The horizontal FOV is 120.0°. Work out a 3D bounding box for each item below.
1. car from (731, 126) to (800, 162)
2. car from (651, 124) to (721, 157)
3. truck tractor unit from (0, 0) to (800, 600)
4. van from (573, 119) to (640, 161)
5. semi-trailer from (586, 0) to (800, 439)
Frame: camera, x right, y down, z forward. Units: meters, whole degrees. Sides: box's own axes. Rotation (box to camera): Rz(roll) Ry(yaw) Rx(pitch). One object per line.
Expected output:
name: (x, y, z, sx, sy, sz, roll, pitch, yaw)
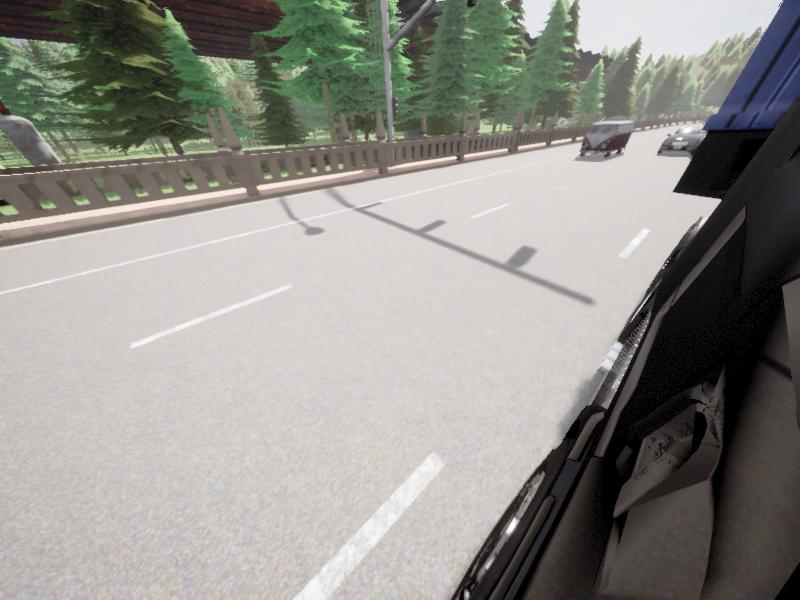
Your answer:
car: (20.991, -8.912, 13.105, 4.181, 1.385, 1.994, -28, 44, -30)
car: (19.527, -10.930, 15.765, 4.902, 1.511, 2.128, -28, 44, -30)
truck tractor unit: (2.645, -0.295, 0.351, 6.516, 4.208, 3.053, -28, 44, -30)
van: (14.035, -10.941, 15.714, 4.442, 1.987, 1.775, -28, 44, -30)
semi-trailer: (9.743, -2.550, 2.748, 14.254, 4.402, 2.717, -14, 37, -14)
